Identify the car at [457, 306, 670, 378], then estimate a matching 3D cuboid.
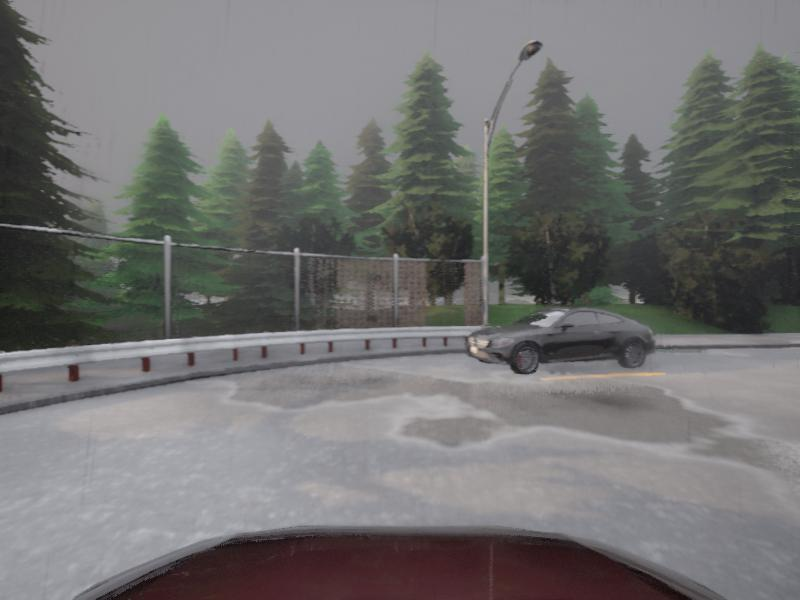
[{"bbox_3d":[3.902,0.872,9.683,4.674,1.442,1.812,0,0,-16],"label":"car"}]
